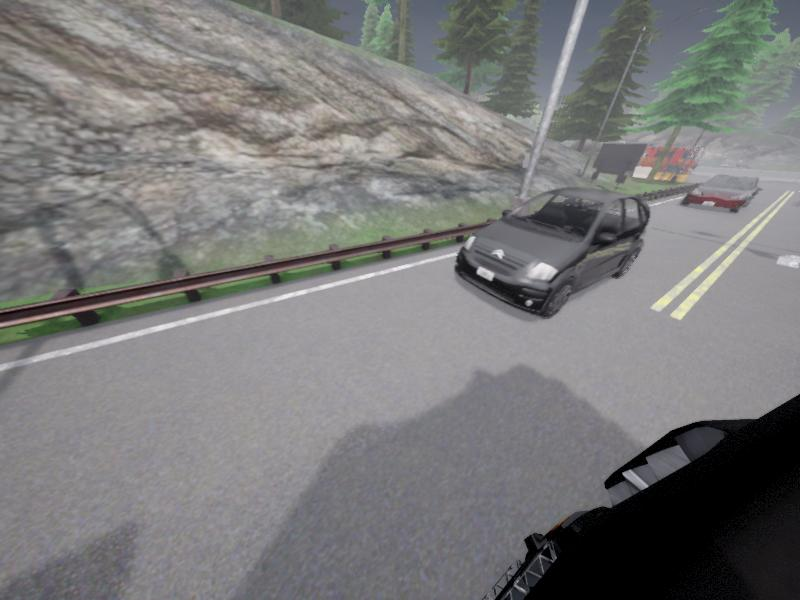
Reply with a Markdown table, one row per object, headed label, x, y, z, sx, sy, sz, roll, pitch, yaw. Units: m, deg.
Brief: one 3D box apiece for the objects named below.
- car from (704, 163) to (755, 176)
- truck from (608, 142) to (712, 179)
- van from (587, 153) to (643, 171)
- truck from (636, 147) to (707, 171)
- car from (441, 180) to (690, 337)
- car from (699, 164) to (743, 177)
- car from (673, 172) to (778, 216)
| label | x | y | z | sx | sy | sz | roll | pitch | yaw |
| --- | --- | --- | --- | --- | --- | --- | --- | --- | --- |
| car | 58.969 | -23.522 | 41.454 | 2.033 | 1.649 | 4.856 | -18 | 38 | -28 |
| truck | 35.921 | -19.836 | 32.574 | 2.891 | 3.827 | 8.468 | -18 | 39 | -28 |
| van | 37.944 | -24.595 | 41.054 | 2.351 | 2.431 | 6.366 | -18 | 39 | -28 |
| truck | 56.900 | -29.873 | 48.837 | 2.891 | 3.827 | 8.468 | -18 | 39 | -28 |
| car | 2.992 | -1.152 | 4.311 | 3.988 | 1.617 | 1.851 | -18 | 39 | -28 |
| car | 53.063 | -21.528 | 38.268 | 1.970 | 1.475 | 3.806 | -18 | 39 | -28 |
| car | 16.718 | -5.579 | 11.874 | 4.792 | 1.488 | 2.163 | -18 | 39 | -28 |
